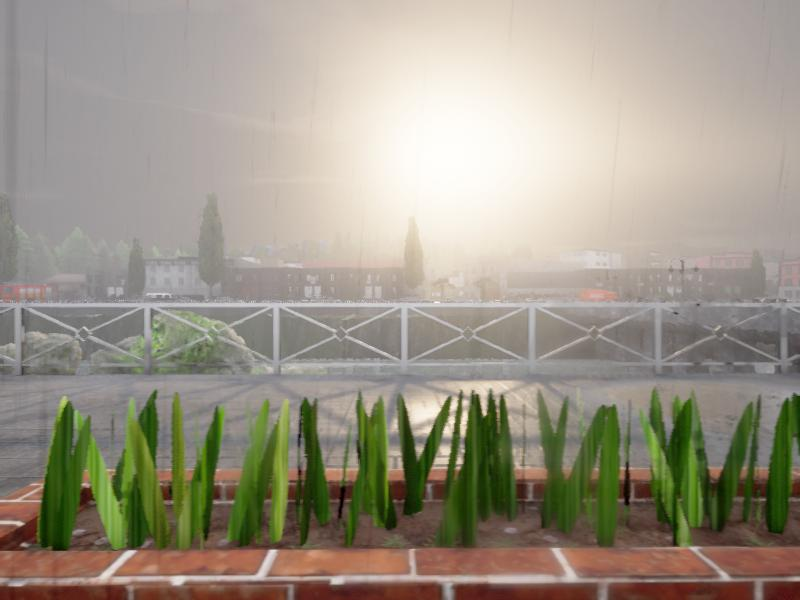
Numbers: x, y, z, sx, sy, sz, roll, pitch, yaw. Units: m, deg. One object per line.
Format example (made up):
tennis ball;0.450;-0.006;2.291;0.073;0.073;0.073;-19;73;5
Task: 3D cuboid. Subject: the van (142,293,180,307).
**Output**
van;-35.798;-0.020;60.094;4.480;2.038;2.069;0;0;-1

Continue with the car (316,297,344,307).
car;-10.502;0.257;60.343;3.806;1.475;1.970;0;0;0

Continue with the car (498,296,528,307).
car;17.117;0.189;60.588;3.988;1.617;1.851;0;0;0

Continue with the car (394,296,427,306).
car;1.627;0.174;64.403;5.238;1.638;1.930;0;0;-1

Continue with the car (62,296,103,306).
car;-50.706;0.176;63.955;4.856;1.649;2.033;0;0;-1

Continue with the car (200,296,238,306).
car;-28.939;0.177;64.155;5.238;1.638;1.930;0;0;0

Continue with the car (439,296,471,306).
car;8.878;0.178;64.487;4.856;1.649;2.033;0;0;0

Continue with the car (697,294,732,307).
car;47.813;0.054;60.868;3.866;1.878;1.905;0;0;-1

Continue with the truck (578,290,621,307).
truck;30.264;-0.244;60.707;5.204;2.467;2.627;0;0;-1

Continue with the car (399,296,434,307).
car;2.440;0.173;60.458;5.238;1.638;1.930;0;0;0

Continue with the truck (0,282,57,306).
truck;-60.196;-0.924;63.865;8.468;3.827;2.891;0;0;-1
